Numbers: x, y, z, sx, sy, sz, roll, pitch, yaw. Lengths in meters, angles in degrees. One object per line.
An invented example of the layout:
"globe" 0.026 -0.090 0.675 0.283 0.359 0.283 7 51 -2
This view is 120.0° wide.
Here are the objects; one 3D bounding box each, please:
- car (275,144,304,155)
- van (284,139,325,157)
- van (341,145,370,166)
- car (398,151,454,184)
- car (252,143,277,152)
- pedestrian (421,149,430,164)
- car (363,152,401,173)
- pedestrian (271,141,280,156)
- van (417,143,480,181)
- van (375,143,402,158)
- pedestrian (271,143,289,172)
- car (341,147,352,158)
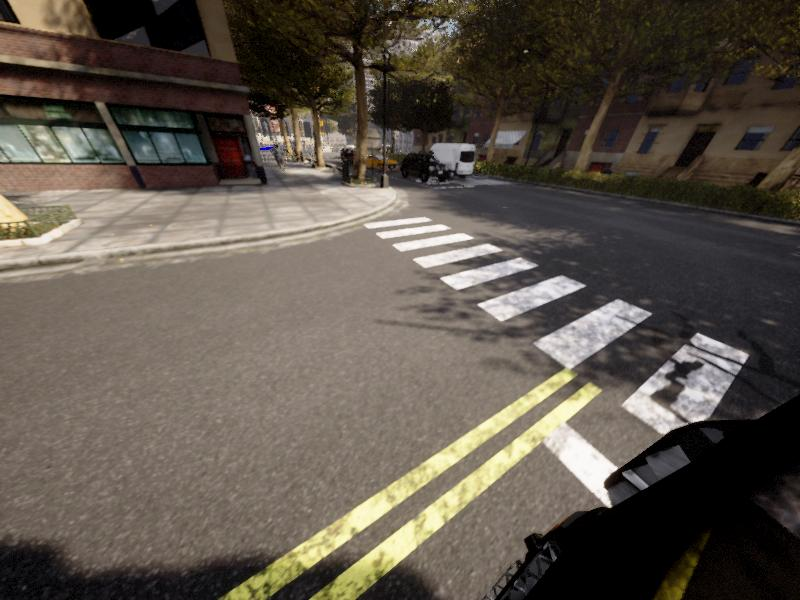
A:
"car" -22.696 -30.968 47.447 5.027 1.651 2.152 -15 37 -25
"van" -17.708 -28.250 43.036 6.366 2.431 2.351 9 30 7
"van" -5.733 -18.495 29.512 2.069 2.038 4.480 -15 38 -25
"car" 1.855 -10.545 18.237 1.932 1.855 4.605 -15 38 -25
"car" -29.769 -33.439 50.747 4.514 1.525 2.007 -15 37 -25
"pedestrian" 3.861 -21.829 35.062 0.751 1.860 0.751 -17 38 -26
"car" -1.962 -14.359 24.013 1.882 1.535 5.008 -15 38 -25
"pedestrian" -19.885 -24.189 36.913 0.751 1.860 0.751 -18 39 -28
"van" 4.047 -12.576 20.854 1.988 2.561 5.915 -15 38 -25
"van" -2.673 -34.504 53.377 5.915 2.561 1.988 -15 37 -25
"pedestrian" -9.041 -10.696 17.381 0.751 1.860 0.751 -16 38 -25
"car" -10.406 -28.618 44.806 1.851 1.617 3.988 -5 34 -11
